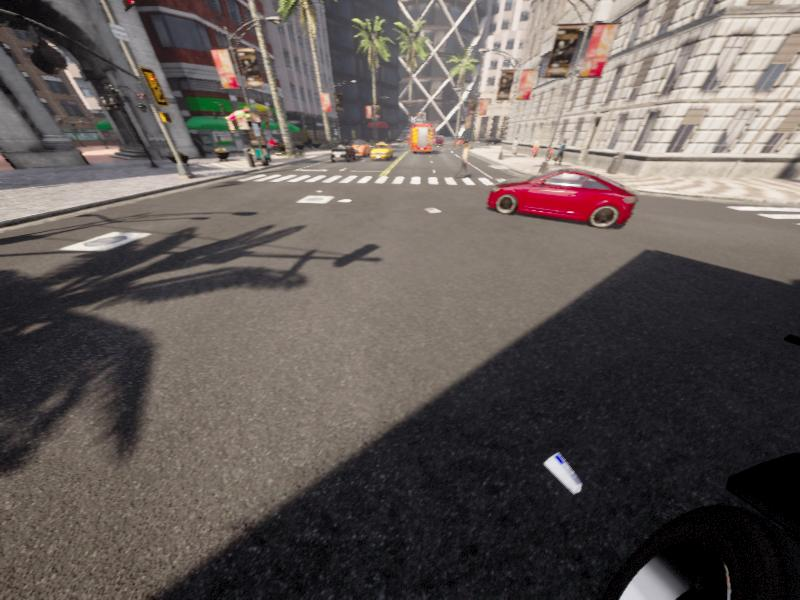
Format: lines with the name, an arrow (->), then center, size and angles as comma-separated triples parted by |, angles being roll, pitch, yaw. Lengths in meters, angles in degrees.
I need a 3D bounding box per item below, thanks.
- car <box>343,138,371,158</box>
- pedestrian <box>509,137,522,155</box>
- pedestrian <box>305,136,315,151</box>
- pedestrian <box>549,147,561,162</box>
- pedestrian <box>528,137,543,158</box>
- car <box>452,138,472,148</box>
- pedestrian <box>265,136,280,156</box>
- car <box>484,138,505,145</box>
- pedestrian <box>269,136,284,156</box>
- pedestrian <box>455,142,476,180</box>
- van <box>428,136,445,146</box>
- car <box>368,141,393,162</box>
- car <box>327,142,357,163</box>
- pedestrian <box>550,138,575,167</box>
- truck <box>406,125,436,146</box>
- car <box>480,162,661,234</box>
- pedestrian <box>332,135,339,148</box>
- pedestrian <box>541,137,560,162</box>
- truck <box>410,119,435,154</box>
car -> -5.056, -18.478, 28.016 | 2.097, 1.767, 4.553 | 3, 36, 4
pedestrian -> 14.112, -18.912, 28.338 | 0.751, 1.860, 0.751 | 3, 36, 4
pedestrian -> -13.013, -22.701, 33.506 | 0.751, 1.860, 0.751 | 4, 36, 5
pedestrian -> 14.494, -13.607, 21.605 | 0.500, 1.100, 0.500 | 5, 36, 6
pedestrian -> 14.606, -16.457, 24.922 | 0.751, 1.860, 0.751 | 6, 36, 8
car -> 13.381, -33.949, 49.781 | 2.152, 1.651, 5.027 | 21, 41, 26
pedestrian -> -14.210, -17.176, 25.808 | 0.751, 1.860, 0.751 | 3, 36, 4
car -> 25.195, -42.303, 61.571 | 4.892, 1.490, 1.837 | -16, 38, -21
pedestrian -> -14.173, -17.690, 26.523 | 0.751, 1.860, 0.751 | 4, 36, 5
pedestrian -> 3.782, -8.132, 13.547 | 0.751, 1.860, 0.751 | -1, 36, -1
van -> 8.440, -36.984, 53.676 | 1.775, 1.987, 4.442 | 24, 42, 30
car -> -1.909, -15.926, 24.659 | 1.801, 1.575, 5.366 | 3, 36, 4
car -> -5.639, -14.653, 22.893 | 1.789, 1.549, 3.705 | 3, 36, 4
pedestrian -> 12.568, -11.476, 17.978 | 0.751, 1.860, 0.751 | 0, 36, 0
truck -> 4.977, -38.504, 54.201 | 2.891, 3.827, 8.468 | 24, 42, 29
car -> 5.154, -3.548, 7.632 | 4.181, 1.385, 1.994 | 21, 41, 26
pedestrian -> -11.451, -28.033, 40.936 | 0.751, 1.860, 0.751 | 11, 37, 14
pedestrian -> 13.784, -13.796, 21.213 | 0.751, 1.860, 0.751 | 5, 36, 7
truck -> 3.124, -24.289, 34.400 | 2.891, 3.827, 8.468 | 1, 36, 1
